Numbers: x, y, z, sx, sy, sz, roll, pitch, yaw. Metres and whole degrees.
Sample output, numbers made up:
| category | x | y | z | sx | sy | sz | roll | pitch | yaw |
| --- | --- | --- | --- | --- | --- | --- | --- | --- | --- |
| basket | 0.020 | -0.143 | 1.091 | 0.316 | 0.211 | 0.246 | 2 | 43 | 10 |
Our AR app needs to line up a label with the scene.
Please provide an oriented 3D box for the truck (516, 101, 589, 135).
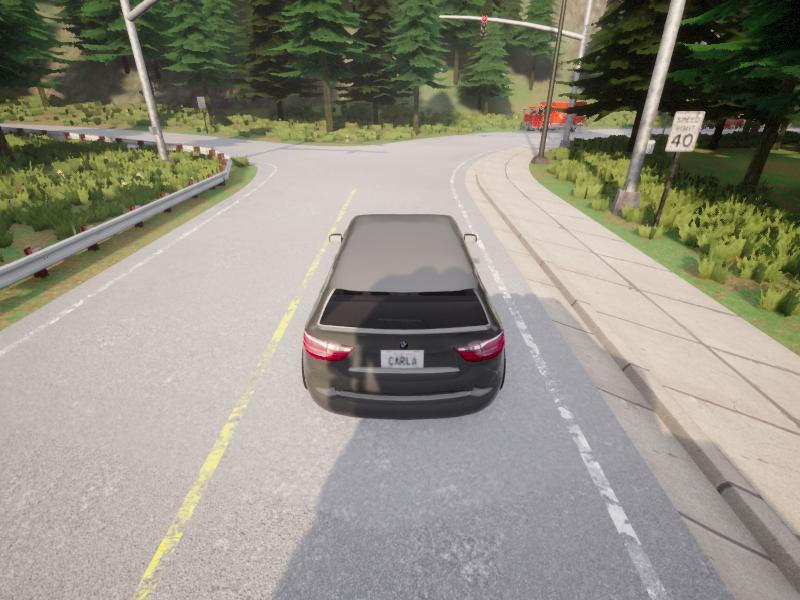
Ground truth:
| category | x | y | z | sx | sy | sz | roll | pitch | yaw |
| --- | --- | --- | --- | --- | --- | --- | --- | --- | --- |
| truck | 13.307 | -16.003 | 35.035 | 5.204 | 2.467 | 2.627 | -10 | 29 | -19 |

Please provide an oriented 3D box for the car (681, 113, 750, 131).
| category | x | y | z | sx | sy | sz | roll | pitch | yaw |
| --- | --- | --- | --- | --- | --- | --- | --- | --- | --- |
| car | 29.504 | -16.701 | 37.519 | 4.674 | 1.442 | 1.812 | 0 | 27 | 0 |

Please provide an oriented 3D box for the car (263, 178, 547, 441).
| category | x | y | z | sx | sy | sz | roll | pitch | yaw |
| --- | --- | --- | --- | --- | --- | --- | --- | --- | --- |
| car | 0.043 | -0.415 | 5.590 | 2.242 | 1.667 | 4.611 | 0 | 27 | 0 |
